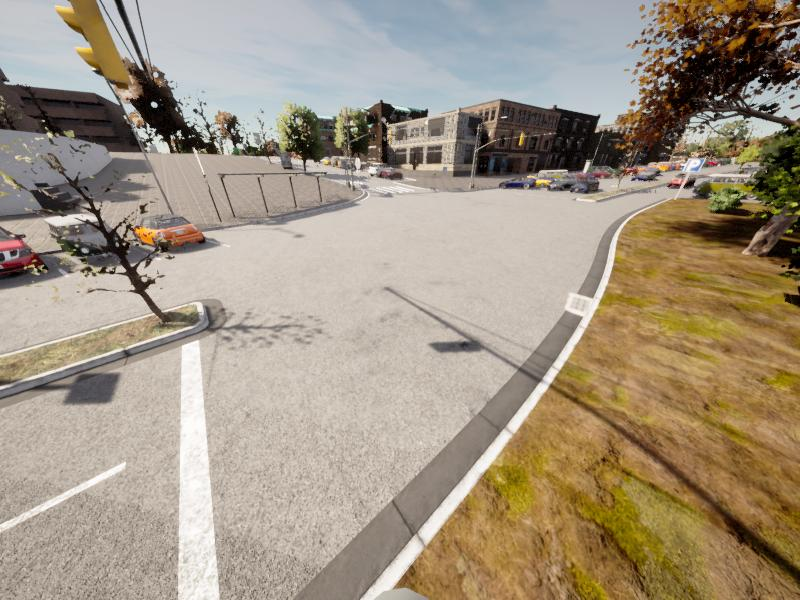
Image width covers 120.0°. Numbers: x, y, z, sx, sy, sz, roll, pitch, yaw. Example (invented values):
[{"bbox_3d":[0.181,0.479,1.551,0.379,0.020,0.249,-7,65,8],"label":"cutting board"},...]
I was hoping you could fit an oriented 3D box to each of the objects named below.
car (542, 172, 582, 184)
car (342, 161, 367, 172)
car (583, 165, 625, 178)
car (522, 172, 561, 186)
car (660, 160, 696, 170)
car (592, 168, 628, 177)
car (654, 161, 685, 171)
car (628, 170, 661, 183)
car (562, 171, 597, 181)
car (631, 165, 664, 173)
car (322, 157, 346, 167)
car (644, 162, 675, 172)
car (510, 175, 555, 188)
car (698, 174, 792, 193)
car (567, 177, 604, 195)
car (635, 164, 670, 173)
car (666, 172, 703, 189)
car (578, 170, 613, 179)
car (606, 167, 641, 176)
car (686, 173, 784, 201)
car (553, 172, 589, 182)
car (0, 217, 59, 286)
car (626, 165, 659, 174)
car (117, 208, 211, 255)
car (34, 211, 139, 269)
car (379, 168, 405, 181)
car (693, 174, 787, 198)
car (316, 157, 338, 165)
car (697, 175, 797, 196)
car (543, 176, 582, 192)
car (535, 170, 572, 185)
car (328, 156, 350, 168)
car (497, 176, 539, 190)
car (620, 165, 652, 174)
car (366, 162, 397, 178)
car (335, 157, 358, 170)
[{"bbox_3d":[26.611,-20.140,38.075,4.892,1.521,2.231,19,36,32],"label":"car"},{"bbox_3d":[-8.914,-26.385,45.522,2.231,1.521,4.892,21,37,23],"label":"car"},{"bbox_3d":[39.365,-24.796,44.732,5.566,2.045,2.435,20,37,33],"label":"car"},{"bbox_3d":[21.562,-18.424,35.211,4.553,1.767,2.185,19,36,31],"label":"car"},{"bbox_3d":[73.317,-35.569,61.045,5.566,2.045,2.435,22,38,36],"label":"car"},{"bbox_3d":[41.921,-25.455,46.197,5.008,1.535,2.097,20,37,33],"label":"car"},{"bbox_3d":[68.170,-33.897,58.556,4.442,1.987,1.878,22,38,35],"label":"car"},{"bbox_3d":[38.974,-19.730,36.832,4.792,1.488,2.163,-19,35,-27],"label":"car"},{"bbox_3d":[31.680,-21.906,40.851,4.674,1.452,2.002,19,36,32],"label":"car"},{"bbox_3d":[57.558,-30.497,53.847,5.008,1.535,2.097,22,37,35],"label":"car"},{"bbox_3d":[-14.577,-30.665,51.280,1.946,1.575,5.366,21,37,23],"label":"car"},{"bbox_3d":[62.903,-32.281,56.119,4.442,1.987,1.878,22,38,35],"label":"car"},{"bbox_3d":[19.246,-17.332,33.735,5.366,1.575,1.946,18,36,31],"label":"car"},{"bbox_3d":[37.900,-13.039,25.682,5.366,1.575,1.946,21,38,31],"label":"car"},{"bbox_3d":[22.037,-13.597,27.442,4.193,1.474,1.816,-21,36,-29],"label":"car"},{"bbox_3d":[60.044,-31.365,55.174,5.366,1.575,1.946,22,38,35],"label":"car"},{"bbox_3d":[36.459,-15.395,29.614,3.988,1.617,1.851,-20,35,-27],"label":"car"},{"bbox_3d":[36.781,-23.674,43.552,4.674,1.452,2.002,20,37,33],"label":"car"},{"bbox_3d":[47.102,-27.159,48.787,5.008,1.535,2.097,21,38,34],"label":"car"},{"bbox_3d":[30.571,-10.506,21.390,4.442,1.987,1.878,20,38,31],"label":"car"},{"bbox_3d":[29.144,-21.005,39.471,4.674,1.452,2.002,19,37,32],"label":"car"},{"bbox_3d":[-18.453,-2.226,10.271,5.566,2.045,2.435,15,34,27],"label":"car"},{"bbox_3d":[54.944,-29.664,52.587,4.892,1.521,2.231,22,38,35],"label":"car"},{"bbox_3d":[-13.789,-4.164,13.541,4.553,1.767,2.185,15,35,27],"label":"car"},{"bbox_3d":[-16.054,-3.211,11.856,4.442,1.987,1.878,15,34,27],"label":"car"},{"bbox_3d":[-1.231,-20.775,38.067,2.002,1.452,4.674,21,37,23],"label":"car"},{"bbox_3d":[33.092,-11.306,22.797,4.553,1.767,2.185,20,37,31],"label":"car"},{"bbox_3d":[-16.591,-31.944,53.041,2.002,1.452,4.674,21,37,23],"label":"car"},{"bbox_3d":[35.730,-12.037,24.127,5.366,1.575,1.946,21,37,31],"label":"car"},{"bbox_3d":[21.154,-15.161,30.054,4.902,1.511,2.128,-21,36,-28],"label":"car"},{"bbox_3d":[24.186,-19.390,36.497,4.442,1.987,1.878,19,36,31],"label":"car"},{"bbox_3d":[-12.791,-29.317,49.059,1.878,1.987,4.442,21,37,23],"label":"car"},{"bbox_3d":[16.543,-16.502,32.563,4.792,1.488,2.163,18,36,31],"label":"car"},{"bbox_3d":[52.328,-28.939,51.258,4.553,1.767,2.185,21,38,34],"label":"car"},{"bbox_3d":[-3.124,-22.424,39.795,2.435,2.045,5.566,21,37,23],"label":"car"},{"bbox_3d":[-10.866,-27.919,47.185,1.878,1.987,4.442,21,37,23],"label":"car"}]
